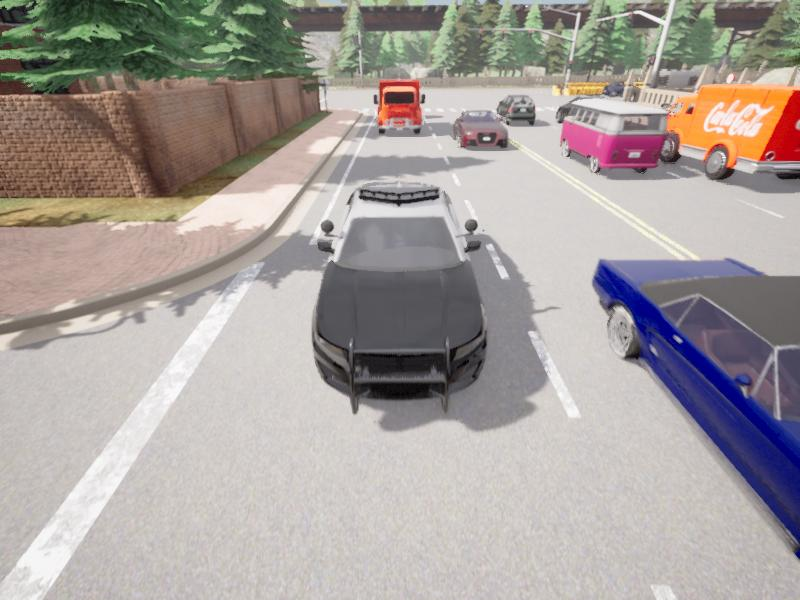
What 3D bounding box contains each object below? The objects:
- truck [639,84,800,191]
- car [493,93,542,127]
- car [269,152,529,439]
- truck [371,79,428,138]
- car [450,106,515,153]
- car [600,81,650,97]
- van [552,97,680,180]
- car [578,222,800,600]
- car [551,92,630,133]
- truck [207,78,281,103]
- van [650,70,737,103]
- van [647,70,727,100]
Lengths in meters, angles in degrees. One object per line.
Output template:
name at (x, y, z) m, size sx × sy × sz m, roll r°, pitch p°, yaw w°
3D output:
truck at (10.493, -5.285, 12.449) m, size 2.627 × 2.467 × 5.204 m, roll -1°, pitch 29°, yaw 0°
car at (6.971, -11.559, 24.205) m, size 1.789 × 1.549 × 3.705 m, roll 0°, pitch 30°, yaw 0°
car at (-0.006, -0.719, 5.640) m, size 1.930 × 1.638 × 5.238 m, roll 0°, pitch 30°, yaw 0°
truck at (-0.028, -10.279, 21.216) m, size 2.627 × 2.467 × 5.204 m, roll 0°, pitch 30°, yaw 0°
car at (3.479, -7.608, 17.670) m, size 1.994 × 1.385 × 4.181 m, roll 0°, pitch 30°, yaw 0°
car at (24.493, -23.005, 43.651) m, size 4.193 × 1.474 × 1.816 m, roll 0°, pitch 30°, yaw 0°
van at (6.982, -5.646, 13.644) m, size 1.775 × 1.987 × 4.442 m, roll 0°, pitch 30°, yaw 0°
car at (3.498, 0.771, 3.380) m, size 1.895 × 1.301 × 4.718 m, roll 0°, pitch 30°, yaw 0°
car at (10.472, -10.633, 22.496) m, size 2.033 × 1.649 × 4.856 m, roll 0°, pitch 30°, yaw 0°
truck at (-15.762, -21.331, 40.738) m, size 6.274 × 2.098 × 2.390 m, roll 0°, pitch 30°, yaw 0°
van at (27.206, -19.944, 37.312) m, size 5.915 × 2.561 × 1.988 m, roll 0°, pitch 30°, yaw 0°
van at (28.781, -21.715, 40.324) m, size 5.915 × 2.561 × 1.988 m, roll 0°, pitch 30°, yaw 0°
